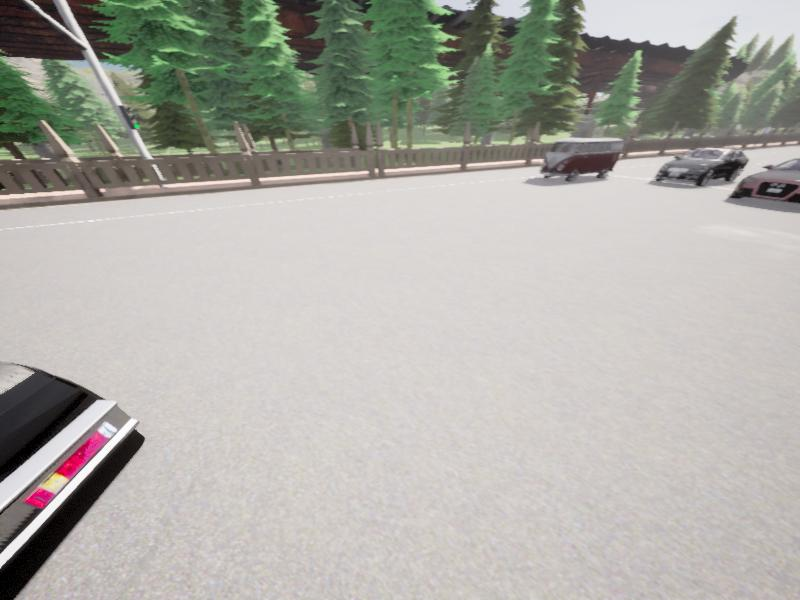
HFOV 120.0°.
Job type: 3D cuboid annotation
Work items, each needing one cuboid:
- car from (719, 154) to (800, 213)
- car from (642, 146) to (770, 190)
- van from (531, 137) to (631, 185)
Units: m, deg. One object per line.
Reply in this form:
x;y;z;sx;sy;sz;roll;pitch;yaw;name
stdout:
14.734;-4.394;8.490;4.181;1.385;1.994;-15;38;-18;car
15.519;-6.875;11.808;4.902;1.511;2.128;-15;38;-18;car
9.969;-7.838;12.882;4.442;1.987;1.775;-15;38;-18;van
